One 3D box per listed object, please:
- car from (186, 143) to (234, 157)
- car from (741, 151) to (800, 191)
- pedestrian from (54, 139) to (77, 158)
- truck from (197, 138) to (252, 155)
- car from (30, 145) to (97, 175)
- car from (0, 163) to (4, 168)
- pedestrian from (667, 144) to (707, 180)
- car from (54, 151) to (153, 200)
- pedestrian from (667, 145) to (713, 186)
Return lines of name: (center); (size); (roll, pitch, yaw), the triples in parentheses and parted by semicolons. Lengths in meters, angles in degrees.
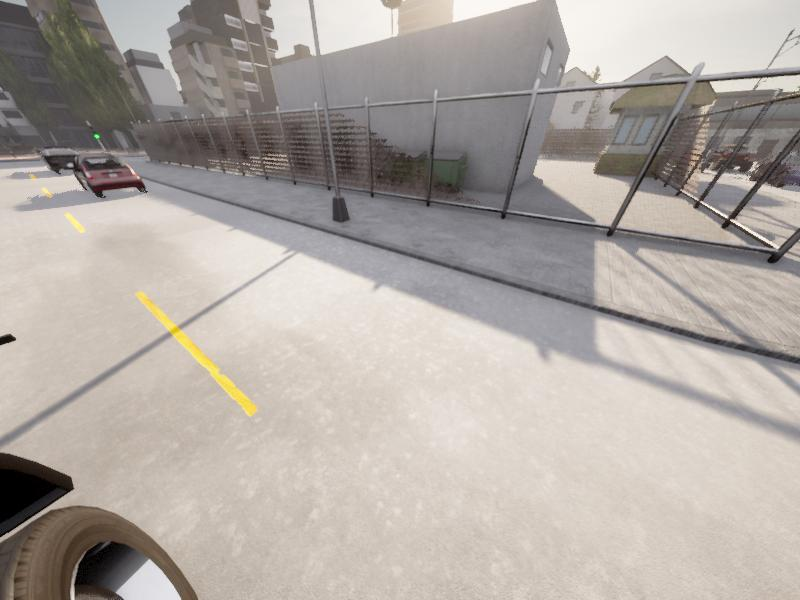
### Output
car: (-26.350, -20.946, 32.235); (1.812, 1.442, 4.674); (22, 40, 28)
car: (22.729, -7.425, 13.198); (2.033, 1.649, 4.856); (23, 40, 28)
pedestrian: (-39.228, -17.807, 27.109); (0.751, 1.860, 0.751); (28, 44, 34)
truck: (-27.462, -24.344, 36.483); (2.390, 2.098, 6.274); (22, 41, 28)
car: (-25.627, -10.752, 17.592); (5.238, 1.638, 1.930); (22, 41, 28)
car: (-35.675, -11.116, 18.188); (4.193, 1.474, 1.816); (-8, 36, -11)
pedestrian: (17.729, -8.543, 14.325); (0.751, 1.860, 0.751); (30, 45, 35)
car: (-14.205, -6.099, 11.090); (3.988, 1.617, 1.851); (22, 41, 28)
pedestrian: (15.876, -7.416, 12.714); (0.751, 1.860, 0.751); (25, 42, 31)
